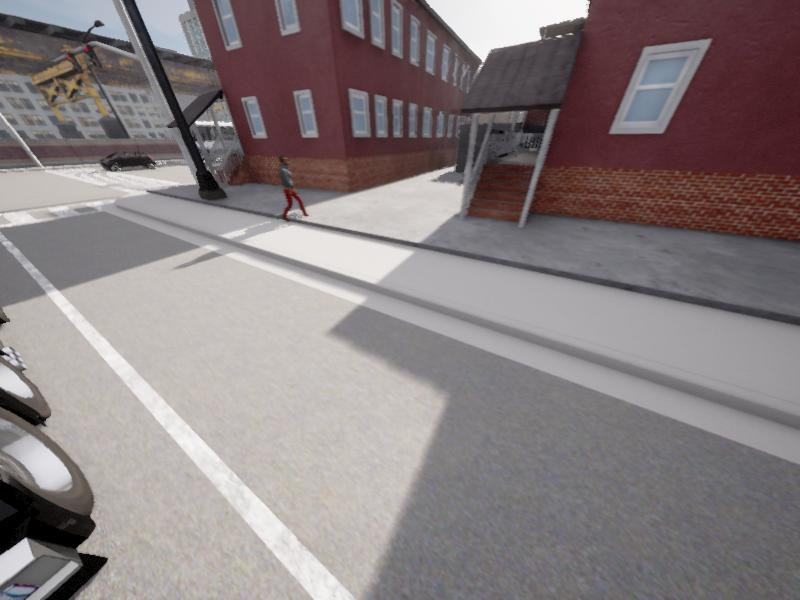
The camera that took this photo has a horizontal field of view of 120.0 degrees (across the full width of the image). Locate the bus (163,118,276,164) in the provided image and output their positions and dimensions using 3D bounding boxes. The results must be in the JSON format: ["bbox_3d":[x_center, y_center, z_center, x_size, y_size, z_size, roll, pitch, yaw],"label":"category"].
[{"bbox_3d":[-22.671,-20.745,30.329,3.944,4.253,10.273,18,38,24],"label":"bus"}]

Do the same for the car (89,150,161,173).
[{"bbox_3d":[-25.477,-12.988,21.554,1.789,1.549,3.705,18,39,24],"label":"car"}]

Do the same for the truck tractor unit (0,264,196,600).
[{"bbox_3d":[-5.112,-0.297,0.791,6.516,4.208,3.053,18,39,24],"label":"truck tractor unit"}]

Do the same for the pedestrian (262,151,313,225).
[{"bbox_3d":[-3.233,-3.303,6.850,0.751,1.860,0.751,-4,35,-5],"label":"pedestrian"}]
